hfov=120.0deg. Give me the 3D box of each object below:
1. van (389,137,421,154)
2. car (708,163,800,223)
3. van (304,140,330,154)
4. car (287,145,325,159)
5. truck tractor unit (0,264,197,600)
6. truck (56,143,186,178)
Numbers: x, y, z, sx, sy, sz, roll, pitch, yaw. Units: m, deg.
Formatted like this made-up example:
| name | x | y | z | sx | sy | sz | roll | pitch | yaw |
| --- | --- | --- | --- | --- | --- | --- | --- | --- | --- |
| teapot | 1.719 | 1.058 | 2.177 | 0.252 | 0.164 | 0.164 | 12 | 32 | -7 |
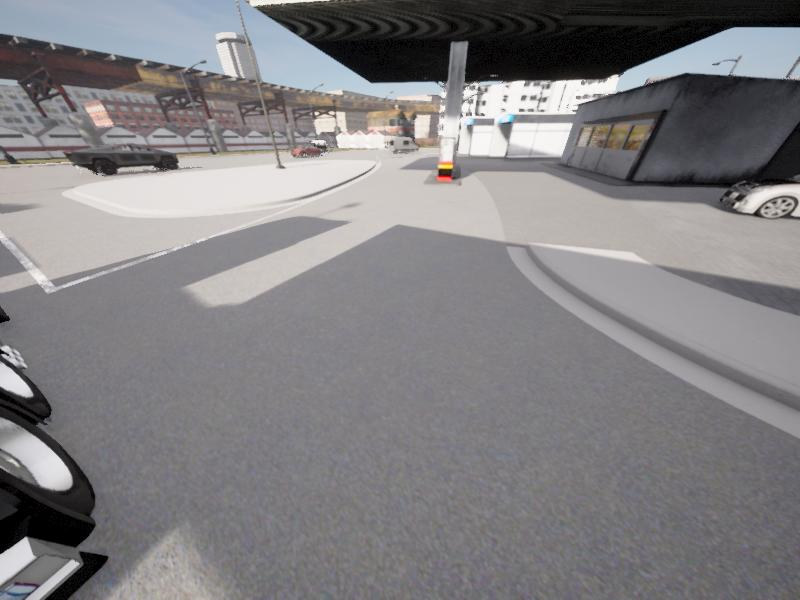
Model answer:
| name | x | y | z | sx | sy | sz | roll | pitch | yaw |
| --- | --- | --- | --- | --- | --- | --- | --- | --- | --- |
| van | 0.971 | -29.508 | 44.139 | 5.915 | 2.561 | 1.988 | -20 | 39 | -25 |
| car | 13.467 | -3.362 | 7.328 | 3.806 | 1.475 | 1.970 | 18 | 39 | 25 |
| van | -17.248 | -31.860 | 48.107 | 2.069 | 2.038 | 4.480 | 14 | 38 | 27 |
| car | -14.410 | -23.088 | 35.851 | 2.152 | 1.651 | 5.027 | 20 | 39 | 26 |
| truck tractor unit | -5.112 | -0.299 | 0.781 | 6.516 | 4.208 | 3.053 | 18 | 39 | 24 |
| truck | -22.573 | -11.773 | 19.256 | 2.390 | 2.098 | 6.274 | 17 | 38 | 23 |
